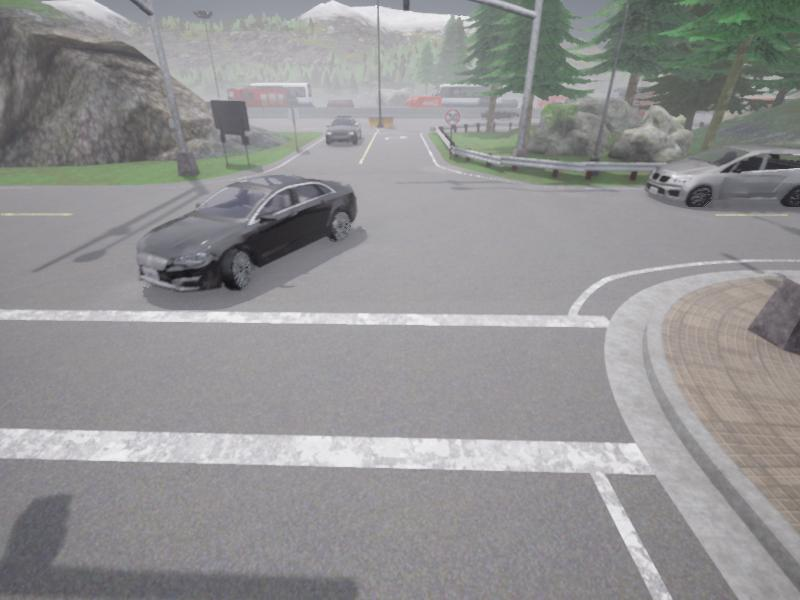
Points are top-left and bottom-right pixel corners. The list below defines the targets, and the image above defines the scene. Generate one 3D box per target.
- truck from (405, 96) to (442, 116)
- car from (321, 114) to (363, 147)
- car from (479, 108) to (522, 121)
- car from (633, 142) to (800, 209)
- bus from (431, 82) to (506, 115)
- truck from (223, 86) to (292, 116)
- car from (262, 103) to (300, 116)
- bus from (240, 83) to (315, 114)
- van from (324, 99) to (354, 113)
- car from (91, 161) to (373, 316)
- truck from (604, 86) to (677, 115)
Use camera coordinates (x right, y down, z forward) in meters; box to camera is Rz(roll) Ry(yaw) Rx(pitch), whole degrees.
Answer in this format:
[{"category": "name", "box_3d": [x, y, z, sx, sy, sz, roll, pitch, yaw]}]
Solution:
[{"category": "truck", "box_3d": [3.311, -28.065, 57.852, 5.204, 2.467, 2.627, 0, 28, 0]}, {"category": "car", "box_3d": [-3.621, -11.059, 25.928, 2.038, 1.542, 4.974, 0, 28, 0]}, {"category": "car", "box_3d": [12.236, -22.676, 48.814, 4.718, 1.301, 1.895, 0, 28, 0]}, {"category": "car", "box_3d": [10.495, -3.999, 12.691, 4.611, 1.667, 2.242, 0, 28, 0]}, {"category": "bus", "box_3d": [10.091, -30.422, 60.426, 10.273, 4.253, 3.944, 0, 28, 0]}, {"category": "truck", "box_3d": [-20.321, -28.675, 57.557, 8.468, 3.827, 2.891, 0, 28, 0]}, {"category": "car", "box_3d": [-18.192, -29.192, 61.228, 5.027, 1.651, 2.152, 0, 28, 0]}, {"category": "bus", "box_3d": [-19.190, -32.052, 63.547, 10.273, 4.253, 3.944, 0, 28, 0]}, {"category": "van", "box_3d": [-9.672, -31.099, 64.174, 4.442, 1.987, 1.775, 0, 28, 0]}, {"category": "car", "box_3d": [-2.790, -1.643, 8.141, 2.128, 1.511, 4.902, 14, 31, 26]}, {"category": "truck", "box_3d": [36.304, -30.284, 60.620, 8.468, 3.827, 2.891, 0, 28, 0]}]
